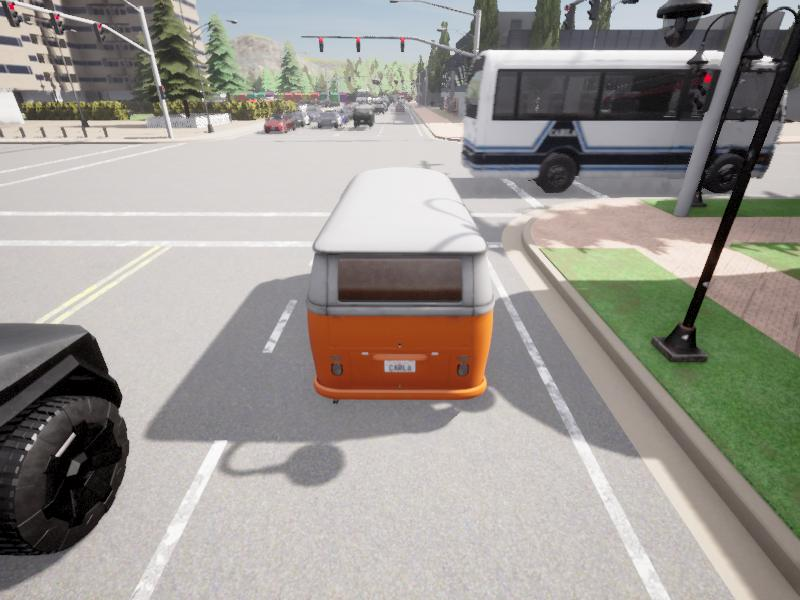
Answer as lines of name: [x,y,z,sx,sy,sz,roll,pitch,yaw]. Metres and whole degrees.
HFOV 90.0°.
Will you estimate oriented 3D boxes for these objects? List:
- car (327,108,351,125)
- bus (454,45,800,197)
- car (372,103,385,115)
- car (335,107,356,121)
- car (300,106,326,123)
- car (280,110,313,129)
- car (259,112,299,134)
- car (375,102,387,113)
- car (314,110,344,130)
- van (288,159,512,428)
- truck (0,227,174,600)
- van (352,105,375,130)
car: [-6.979,-21.205,46.111,2.007,1.525,4.514,0,27,0]
bus: [7.408,-6.217,14.022,10.273,4.253,3.944,0,27,0]
car: [-3.471,-31.597,66.169,1.930,1.638,5.238,0,27,0]
car: [-6.977,-24.116,51.776,2.128,1.511,4.902,0,28,0]
car: [-10.478,-22.410,48.340,2.033,1.649,4.856,0,27,0]
car: [-10.482,-18.498,40.849,2.038,1.542,4.974,0,27,0]
car: [-10.547,-15.642,35.306,2.007,1.525,4.514,1,27,2]
car: [-3.468,-35.324,73.401,2.033,1.649,4.856,0,27,0]
car: [-6.982,-18.010,39.901,2.038,1.542,4.974,0,27,0]
van: [0.011,-0.601,5.590,1.775,1.987,4.442,0,27,0]
truck: [-3.499,1.799,0.806,2.390,2.098,6.274,0,27,0]
van: [-3.537,-18.163,39.700,1.775,1.987,4.442,0,27,1]
